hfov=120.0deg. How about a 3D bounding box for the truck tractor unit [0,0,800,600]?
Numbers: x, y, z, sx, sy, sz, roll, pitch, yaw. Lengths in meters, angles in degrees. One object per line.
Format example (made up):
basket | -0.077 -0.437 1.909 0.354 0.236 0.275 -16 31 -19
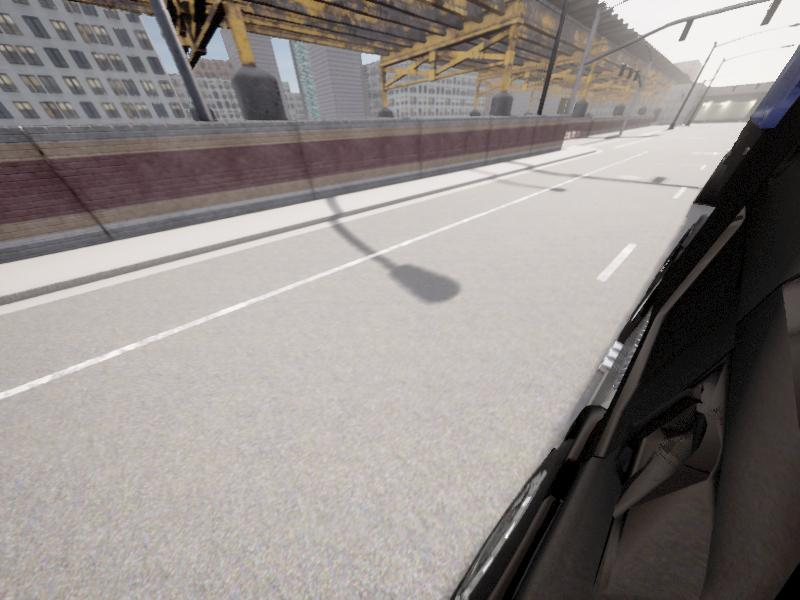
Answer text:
truck tractor unit | 2.645 -0.295 0.352 6.516 4.208 3.053 -28 44 -30

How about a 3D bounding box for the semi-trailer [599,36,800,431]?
semi-trailer | 8.663 -3.621 4.273 14.254 4.402 2.717 -28 44 -30
